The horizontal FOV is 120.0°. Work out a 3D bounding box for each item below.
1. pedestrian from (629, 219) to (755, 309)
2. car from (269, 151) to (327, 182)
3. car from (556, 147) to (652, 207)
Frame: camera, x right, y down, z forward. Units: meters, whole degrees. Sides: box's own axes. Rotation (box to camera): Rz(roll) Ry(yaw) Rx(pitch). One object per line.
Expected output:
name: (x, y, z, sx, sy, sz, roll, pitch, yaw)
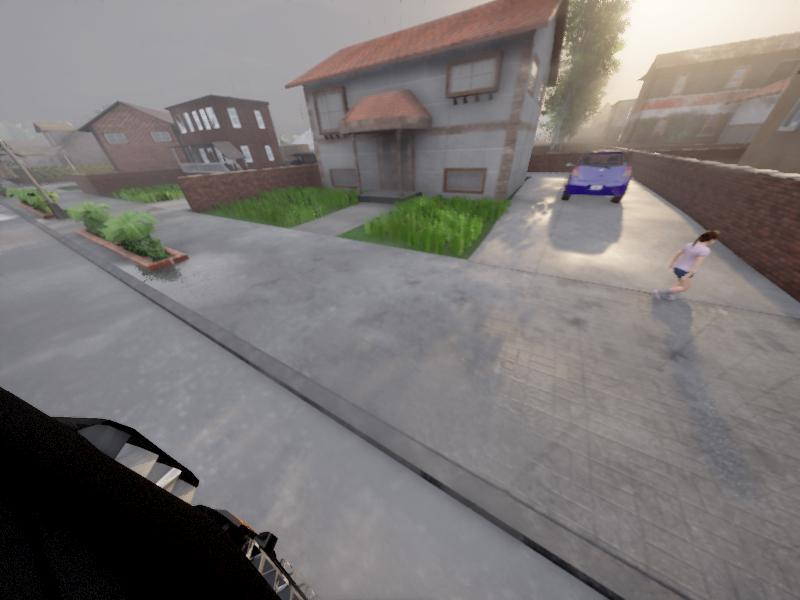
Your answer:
pedestrian: (3.905, -0.489, 3.204, 0.500, 1.100, 0.500, 5, 34, 11)
car: (-8.081, -10.616, 18.381, 3.866, 1.878, 1.905, 16, 38, 26)
car: (7.121, -4.664, 8.502, 1.845, 1.501, 3.633, 16, 38, 26)
